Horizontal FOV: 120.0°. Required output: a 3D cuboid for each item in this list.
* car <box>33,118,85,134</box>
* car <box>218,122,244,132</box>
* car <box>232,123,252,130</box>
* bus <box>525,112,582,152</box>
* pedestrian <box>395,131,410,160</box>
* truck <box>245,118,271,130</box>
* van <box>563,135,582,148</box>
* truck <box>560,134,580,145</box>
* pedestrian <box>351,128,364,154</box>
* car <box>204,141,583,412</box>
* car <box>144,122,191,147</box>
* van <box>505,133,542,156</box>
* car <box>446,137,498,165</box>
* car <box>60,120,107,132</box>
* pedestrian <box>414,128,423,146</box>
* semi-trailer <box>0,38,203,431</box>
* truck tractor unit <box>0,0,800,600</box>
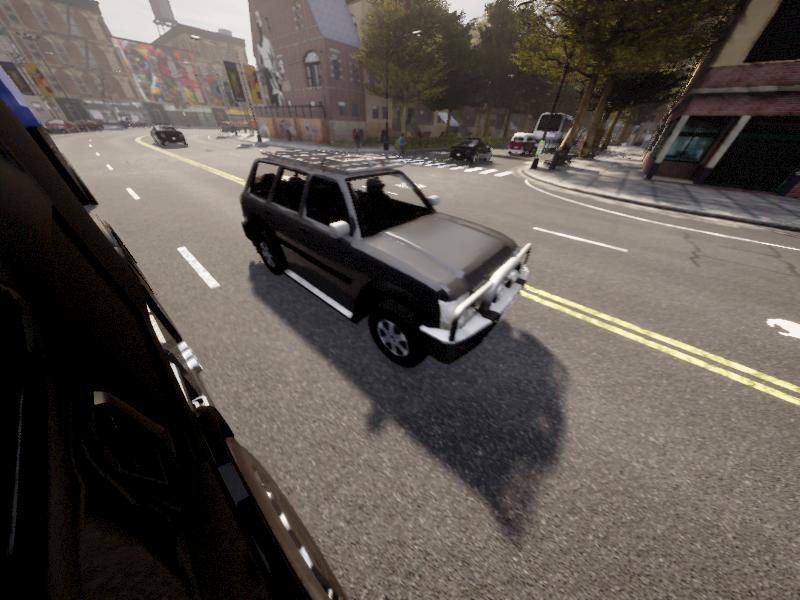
[{"bbox_3d":[-42.728,-21.928,29.133,2.002,1.452,4.674,-17,41,-24],"label":"car"},{"bbox_3d":[-35.597,-36.646,48.928,2.242,1.667,4.611,1,37,-2],"label":"car"},{"bbox_3d":[-42.666,-46.936,62.440,1.970,1.475,3.806,15,39,16],"label":"car"},{"bbox_3d":[23.072,-24.944,34.555,3.944,4.253,10.273,29,43,31],"label":"bus"},{"bbox_3d":[0.177,-12.186,18.248,0.751,1.860,0.751,-23,44,-30],"label":"pedestrian"},{"bbox_3d":[-38.447,-47.665,62.749,2.627,2.467,5.204,18,40,19],"label":"truck"},{"bbox_3d":[33.893,-31.159,45.333,1.775,1.987,4.442,29,45,31],"label":"van"},{"bbox_3d":[42.544,-40.152,57.685,2.390,2.098,6.274,29,44,30],"label":"truck"},{"bbox_3d":[-3.815,-14.229,20.738,0.751,1.860,0.751,28,44,30],"label":"pedestrian"},{"bbox_3d":[-0.586,-1.052,3.424,4.605,1.855,1.932,29,44,30],"label":"car"},{"bbox_3d":[-22.177,-15.771,21.963,5.238,1.638,1.930,30,45,32],"label":"car"},{"bbox_3d":[14.332,-18.139,26.865,2.069,2.038,4.480,29,45,31],"label":"van"},{"bbox_3d":[6.042,-12.381,19.064,1.930,1.638,5.238,26,43,28],"label":"car"},{"bbox_3d":[-45.292,-25.019,33.221,1.895,1.301,4.718,-10,39,-16],"label":"car"},{"bbox_3d":[2.448,-21.240,30.162,0.751,1.860,0.751,25,42,27],"label":"pedestrian"},{"bbox_3d":[-8.758,-3.557,4.178,14.254,4.402,2.717,27,44,29],"label":"semi-trailer"},{"bbox_3d":[-2.645,-0.295,0.351,6.516,4.208,3.053,28,44,30],"label":"truck tractor unit"}]
